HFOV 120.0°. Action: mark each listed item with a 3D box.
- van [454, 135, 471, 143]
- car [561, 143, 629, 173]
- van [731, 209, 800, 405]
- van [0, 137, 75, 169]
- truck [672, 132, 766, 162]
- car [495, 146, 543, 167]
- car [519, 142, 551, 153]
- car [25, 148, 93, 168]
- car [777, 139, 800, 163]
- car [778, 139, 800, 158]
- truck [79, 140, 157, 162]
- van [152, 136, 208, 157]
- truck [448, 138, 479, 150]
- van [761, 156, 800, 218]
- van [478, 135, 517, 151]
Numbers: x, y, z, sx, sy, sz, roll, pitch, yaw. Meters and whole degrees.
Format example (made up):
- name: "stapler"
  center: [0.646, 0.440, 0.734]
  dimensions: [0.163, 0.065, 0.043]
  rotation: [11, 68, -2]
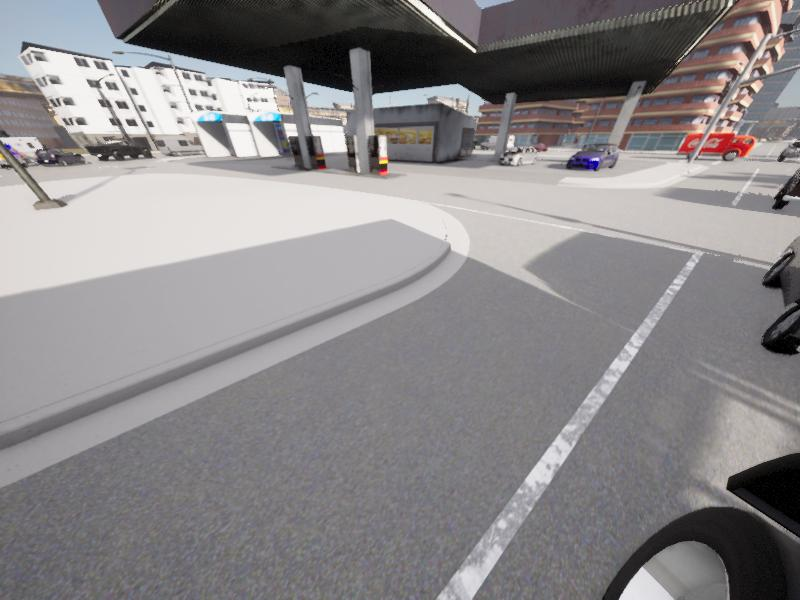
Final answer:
- name: "van"
  center: [24.268, -62.338, 89.287]
  dimensions: [6.366, 2.431, 2.351]
  rotation: [-24, 42, -28]
- name: "car"
  center: [14.966, -11.024, 17.769]
  dimensions: [4.611, 1.667, 2.242]
  rotation: [-23, 41, -29]
- name: "van"
  center: [6.172, -0.288, 2.507]
  dimensions: [4.480, 2.038, 2.069]
  rotation: [-24, 42, -30]
- name: "van"
  center: [-38.497, -15.101, 23.591]
  dimensions: [2.351, 2.431, 6.366]
  rotation: [-8, 36, -10]
- name: "truck"
  center: [33.979, -16.531, 24.922]
  dimensions: [2.627, 2.467, 5.204]
  rotation: [-28, 43, -33]
- name: "car"
  center: [10.932, -13.271, 21.275]
  dimensions: [3.806, 1.475, 1.970]
  rotation: [-23, 41, -29]
- name: "car"
  center: [23.657, -26.808, 40.560]
  dimensions: [1.994, 1.385, 4.181]
  rotation: [-24, 41, -29]
- name: "car"
  center: [-34.880, -14.730, 23.811]
  dimensions: [1.845, 1.501, 3.633]
  rotation: [-8, 36, -11]
- name: "car"
  center: [39.557, -14.656, 22.731]
  dimensions: [4.605, 1.855, 1.932]
  rotation: [-23, 41, -30]
- name: "car"
  center: [47.886, -18.251, 27.752]
  dimensions: [4.605, 1.855, 1.932]
  rotation: [-23, 41, -29]
- name: "truck"
  center: [-35.617, -19.165, 29.619]
  dimensions: [2.390, 2.098, 6.274]
  rotation: [-1, 35, -1]
- name: "van"
  center: [-34.203, -24.111, 36.244]
  dimensions: [1.988, 2.561, 5.915]
  rotation: [8, 36, 12]
- name: "truck"
  center: [13.911, -34.381, 50.765]
  dimensions: [2.390, 2.098, 6.274]
  rotation: [-24, 42, -30]
- name: "van"
  center: [15.222, -4.228, 8.002]
  dimensions: [4.480, 2.038, 2.069]
  rotation: [-23, 41, -29]
- name: "van"
  center: [18.928, -30.773, 45.313]
  dimensions: [2.351, 2.431, 6.366]
  rotation: [-24, 42, -30]
